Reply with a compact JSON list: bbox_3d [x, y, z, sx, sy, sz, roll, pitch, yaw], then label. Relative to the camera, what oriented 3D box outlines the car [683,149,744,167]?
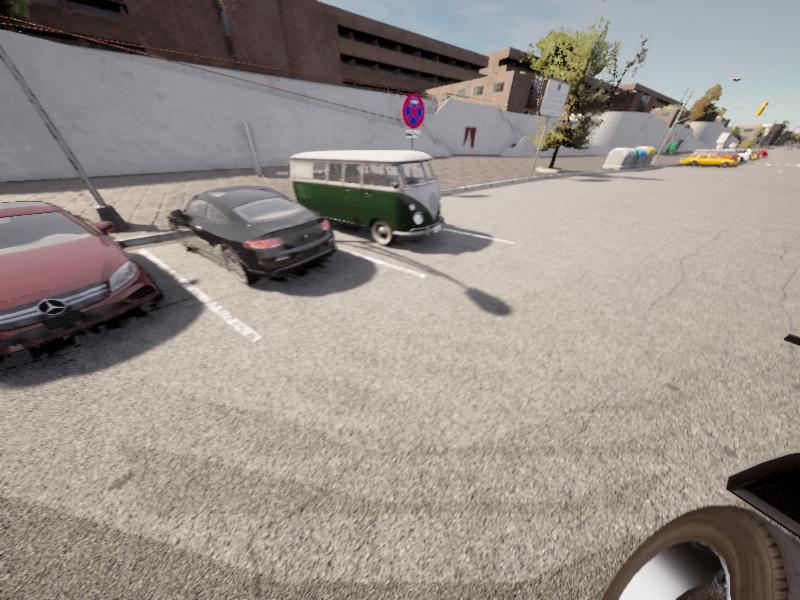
[{"bbox_3d":[44.316,-20.241,32.862,4.442,1.987,1.878,22,39,28],"label":"car"}]

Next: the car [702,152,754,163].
[{"bbox_3d":[58.864,-25.713,41.652,4.892,1.521,2.231,22,39,28],"label":"car"}]

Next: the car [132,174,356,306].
[{"bbox_3d":[-3.467,-1.708,5.101,4.674,1.452,2.002,21,41,29],"label":"car"}]

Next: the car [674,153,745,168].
[{"bbox_3d":[41.928,-19.095,31.522,5.366,1.575,1.946,22,39,28],"label":"car"}]

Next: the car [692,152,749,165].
[{"bbox_3d":[51.545,-22.901,37.334,4.892,1.521,2.231,22,39,28],"label":"car"}]

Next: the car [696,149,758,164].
[{"bbox_3d":[56.400,-24.993,40.077,5.566,2.045,2.435,22,39,28],"label":"car"}]

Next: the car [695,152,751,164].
[{"bbox_3d":[53.982,-23.845,38.777,5.008,1.535,2.097,22,39,28],"label":"car"}]

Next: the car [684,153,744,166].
[{"bbox_3d":[46.632,-21.012,34.501,4.792,1.488,2.163,22,39,28],"label":"car"}]

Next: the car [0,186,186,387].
[{"bbox_3d":[-5.906,-0.717,3.718,4.674,1.452,2.002,21,40,29],"label":"car"}]

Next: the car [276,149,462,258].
[{"bbox_3d":[-0.934,-2.889,6.291,4.442,1.987,1.878,21,40,29],"label":"car"}]

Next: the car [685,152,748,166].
[{"bbox_3d":[48.947,-22.029,35.990,5.366,1.575,1.946,21,39,28],"label":"car"}]
